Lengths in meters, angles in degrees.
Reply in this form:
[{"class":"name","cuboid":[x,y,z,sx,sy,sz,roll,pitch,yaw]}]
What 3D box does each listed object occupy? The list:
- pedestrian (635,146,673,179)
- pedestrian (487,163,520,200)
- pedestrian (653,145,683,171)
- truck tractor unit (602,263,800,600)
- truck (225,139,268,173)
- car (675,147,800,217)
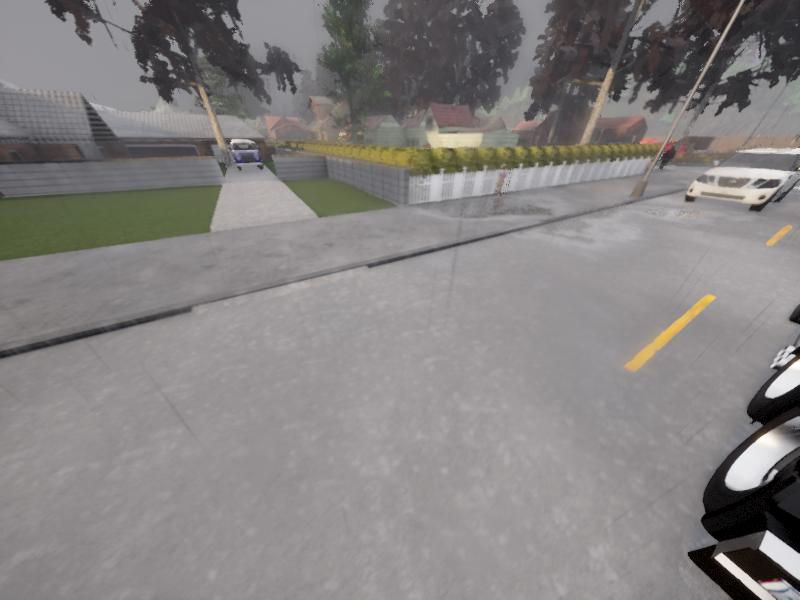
[{"class":"pedestrian","cuboid":[17.122,-9.317,15.621,0.751,1.860,0.751,-7,35,-10]},{"class":"pedestrian","cuboid":[4.519,-5.215,10.153,0.751,1.300,0.751,-18,39,-24]},{"class":"pedestrian","cuboid":[22.558,-11.977,19.475,0.751,1.860,0.751,15,37,20]},{"class":"truck tractor unit","cuboid":[5.115,-0.294,0.798,6.516,4.208,3.053,-18,39,-24]},{"class":"truck","cuboid":[-12.327,-11.679,18.563,2.069,2.038,4.478,-18,39,-24]},{"class":"car","cuboid":[14.864,-5.209,9.782,5.566,2.045,2.150,-18,39,-24]}]
